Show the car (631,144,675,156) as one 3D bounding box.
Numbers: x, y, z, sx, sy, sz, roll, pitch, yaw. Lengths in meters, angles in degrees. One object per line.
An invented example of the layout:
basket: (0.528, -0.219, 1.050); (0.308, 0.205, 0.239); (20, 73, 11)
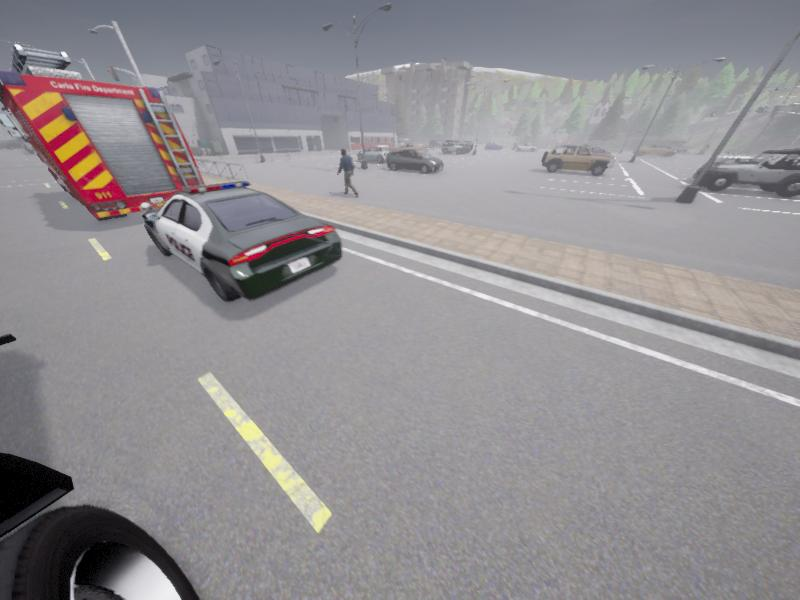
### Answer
car: (41.909, -24.950, 38.411); (4.514, 1.523, 2.007); (23, 41, 28)

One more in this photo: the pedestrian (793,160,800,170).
pedestrian: (37.147, -12.824, 20.834); (0.751, 1.860, 0.751); (22, 41, 28)

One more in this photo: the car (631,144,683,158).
car: (40.125, -23.477, 36.292); (5.027, 1.636, 2.152); (23, 41, 28)

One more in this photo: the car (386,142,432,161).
car: (1.001, -17.850, 27.655); (5.027, 1.636, 2.152); (23, 41, 28)

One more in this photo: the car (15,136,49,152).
car: (-60.744, -25.762, 38.106); (5.566, 2.045, 2.150); (24, 41, 29)

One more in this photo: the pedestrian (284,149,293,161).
pedestrian: (-12.693, -16.537, 26.281); (0.500, 1.100, 0.500); (22, 41, 28)

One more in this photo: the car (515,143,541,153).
car: (25.036, -29.831, 45.256); (3.806, 1.475, 1.970); (23, 41, 28)

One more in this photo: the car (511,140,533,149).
car: (32.350, -41.344, 61.514); (4.605, 1.855, 1.932); (22, 41, 28)

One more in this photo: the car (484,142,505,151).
car: (20.738, -33.745, 50.748); (3.633, 1.501, 1.845); (23, 41, 28)

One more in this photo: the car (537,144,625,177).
car: (13.306, -10.539, 17.303); (4.605, 1.855, 1.932); (23, 41, 28)

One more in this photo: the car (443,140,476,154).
car: (9.807, -25.355, 38.275); (4.605, 1.855, 1.932); (23, 41, 28)

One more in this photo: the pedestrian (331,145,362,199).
pedestrian: (-2.195, -5.358, 9.703); (0.751, 1.860, 0.751); (22, 40, 27)

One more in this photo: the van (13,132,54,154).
van: (-53.496, -22.914, 33.699); (5.915, 2.561, 1.988); (23, 41, 28)

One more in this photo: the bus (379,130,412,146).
bus: (-1.598, -53.810, 76.813); (10.273, 4.253, 3.944); (22, 41, 28)

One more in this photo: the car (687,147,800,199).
car: (17.789, -6.355, 11.378); (3.866, 1.878, 1.905); (23, 41, 28)

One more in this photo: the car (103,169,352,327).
car: (-3.576, -1.555, 4.751); (4.974, 1.542, 2.038); (23, 41, 28)

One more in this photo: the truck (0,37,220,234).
truck: (-10.802, -5.530, 8.331); (8.468, 3.827, 2.891); (23, 41, 28)

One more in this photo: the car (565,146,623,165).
car: (21.137, -15.940, 25.379); (4.514, 1.523, 2.007); (23, 41, 28)

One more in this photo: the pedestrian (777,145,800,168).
pedestrian: (38.780, -14.137, 22.710); (0.751, 1.860, 0.751); (22, 41, 28)

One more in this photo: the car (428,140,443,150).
car: (8.632, -37.861, 56.341); (1.905, 1.878, 3.866); (23, 41, 28)

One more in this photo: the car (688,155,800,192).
car: (20.220, -7.466, 13.467); (3.806, 1.475, 1.970); (23, 41, 28)

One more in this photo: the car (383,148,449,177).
car: (1.125, -10.533, 17.534); (4.514, 1.523, 2.007); (23, 41, 28)

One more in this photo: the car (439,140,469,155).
car: (8.451, -23.877, 36.133); (3.866, 1.878, 1.905); (23, 41, 28)

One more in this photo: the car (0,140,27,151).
car: (-69.916, -27.598, 41.098); (1.837, 1.490, 4.892); (-20, 40, -26)

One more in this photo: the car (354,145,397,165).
car: (-2.473, -14.685, 23.273); (3.806, 1.475, 1.970); (23, 41, 28)
